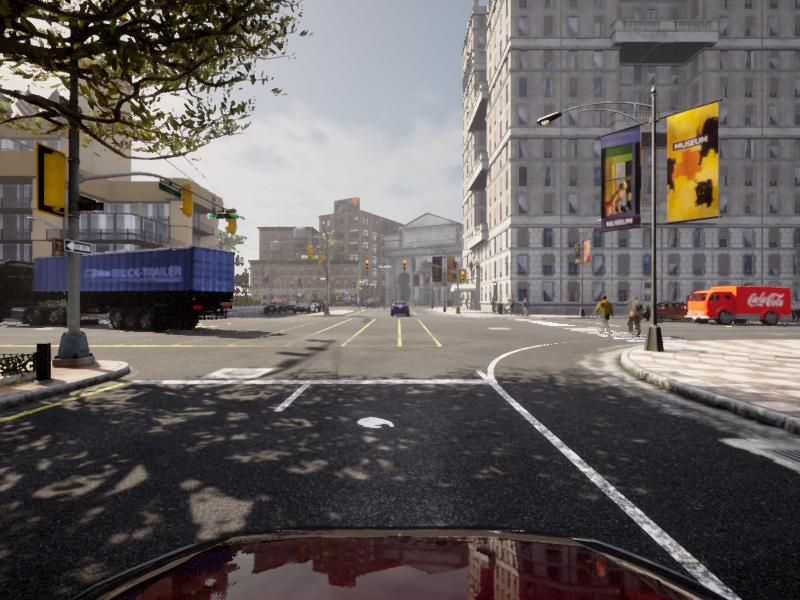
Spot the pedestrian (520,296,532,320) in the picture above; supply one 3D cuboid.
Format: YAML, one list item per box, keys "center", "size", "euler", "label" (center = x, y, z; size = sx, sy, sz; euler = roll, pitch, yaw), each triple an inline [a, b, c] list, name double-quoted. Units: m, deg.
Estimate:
- center: [9.947, 0.636, 31.662]
  size: [0.751, 1.860, 0.751]
  euler: [0, 0, 1]
  label: "pedestrian"

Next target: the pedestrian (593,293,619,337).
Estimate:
- center: [9.009, 0.637, 17.537]
  size: [0.751, 1.860, 0.751]
  euler: [0, 0, 1]
  label: "pedestrian"

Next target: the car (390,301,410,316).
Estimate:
- center: [0.014, 0.852, 42.118]
  size: [1.970, 1.475, 3.806]
  euler: [0, 0, 0]
  label: "car"

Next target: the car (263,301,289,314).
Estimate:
- center: [-14.984, 0.852, 48.417]
  size: [1.970, 1.475, 3.806]
  euler: [0, 0, 0]
  label: "car"

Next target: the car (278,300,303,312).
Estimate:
- center: [-14.985, 0.770, 55.106]
  size: [1.930, 1.638, 5.238]
  euler: [0, 0, 0]
  label: "car"

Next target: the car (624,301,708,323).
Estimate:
- center: [19.387, 0.846, 29.297]
  size: [4.892, 1.490, 1.837]
  euler: [1, 0, 0]
  label: "car"

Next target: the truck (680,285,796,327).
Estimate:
- center: [21.610, 0.370, 25.811]
  size: [5.204, 2.467, 2.627]
  euler: [1, 0, 0]
  label: "truck"

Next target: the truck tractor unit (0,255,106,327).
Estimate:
- center: [-22.949, -0.527, 25.365]
  size: [6.516, 4.208, 3.053]
  euler: [0, 0, 4]
  label: "truck tractor unit"

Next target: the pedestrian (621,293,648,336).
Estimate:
- center: [10.304, 0.637, 17.599]
  size: [0.751, 1.860, 0.751]
  euler: [0, 0, 6]
  label: "pedestrian"

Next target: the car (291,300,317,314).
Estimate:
- center: [-11.489, 0.825, 48.237]
  size: [2.038, 1.542, 4.974]
  euler: [0, 0, 0]
  label: "car"

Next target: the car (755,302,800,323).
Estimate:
- center: [29.638, 0.894, 29.345]
  size: [5.357, 1.411, 2.033]
  euler: [0, 0, 0]
  label: "car"

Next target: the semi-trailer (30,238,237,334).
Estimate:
- center: [-15.591, -0.629, 22.725]
  size: [14.254, 4.402, 2.717]
  euler: [0, -1, 25]
  label: "semi-trailer"

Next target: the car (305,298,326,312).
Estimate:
- center: [-11.485, 0.651, 54.488]
  size: [1.932, 1.855, 4.605]
  euler: [0, 0, 0]
  label: "car"

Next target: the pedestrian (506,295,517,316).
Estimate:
- center: [9.911, 0.484, 35.497]
  size: [0.751, 1.860, 0.751]
  euler: [0, 0, -2]
  label: "pedestrian"

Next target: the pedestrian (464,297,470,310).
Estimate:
- center: [9.849, 0.484, 59.014]
  size: [0.751, 1.860, 0.751]
  euler: [0, 0, 2]
  label: "pedestrian"
